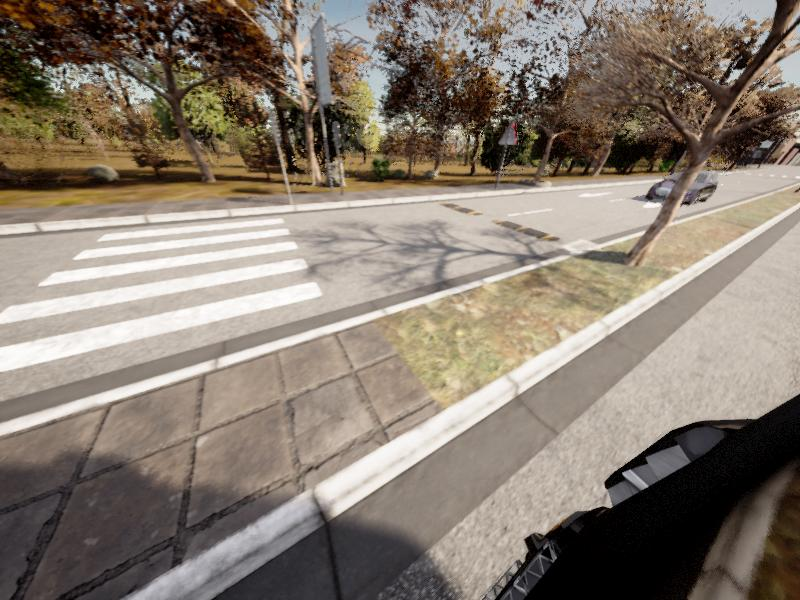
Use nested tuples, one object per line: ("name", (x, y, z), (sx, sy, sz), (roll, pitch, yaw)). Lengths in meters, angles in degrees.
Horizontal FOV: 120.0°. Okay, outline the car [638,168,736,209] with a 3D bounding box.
("car", (16.342, -6.505, 13.182), (4.856, 1.649, 2.033), (-16, 38, -26))
